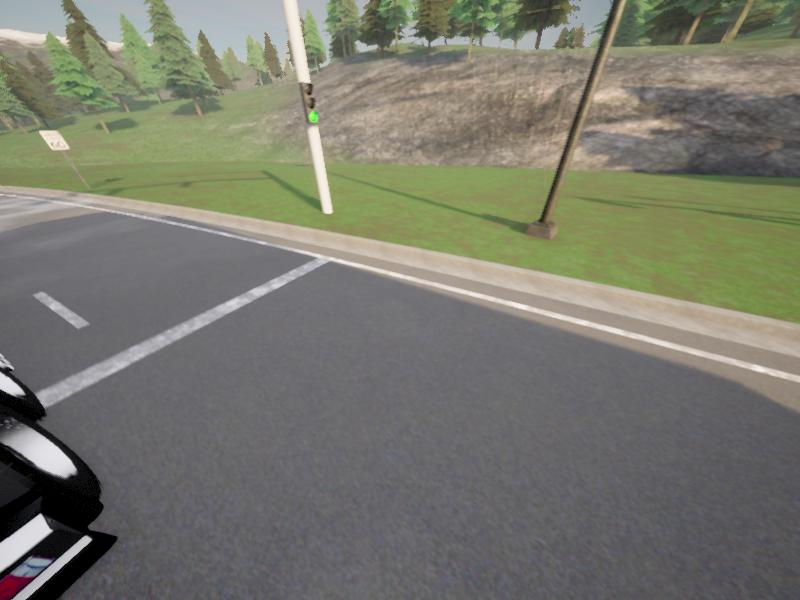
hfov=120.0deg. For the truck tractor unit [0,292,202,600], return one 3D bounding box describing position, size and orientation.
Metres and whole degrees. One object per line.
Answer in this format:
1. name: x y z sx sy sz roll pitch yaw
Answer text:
1. truck tractor unit: -5.168 -0.239 0.705 6.516 4.208 3.053 16 39 22
